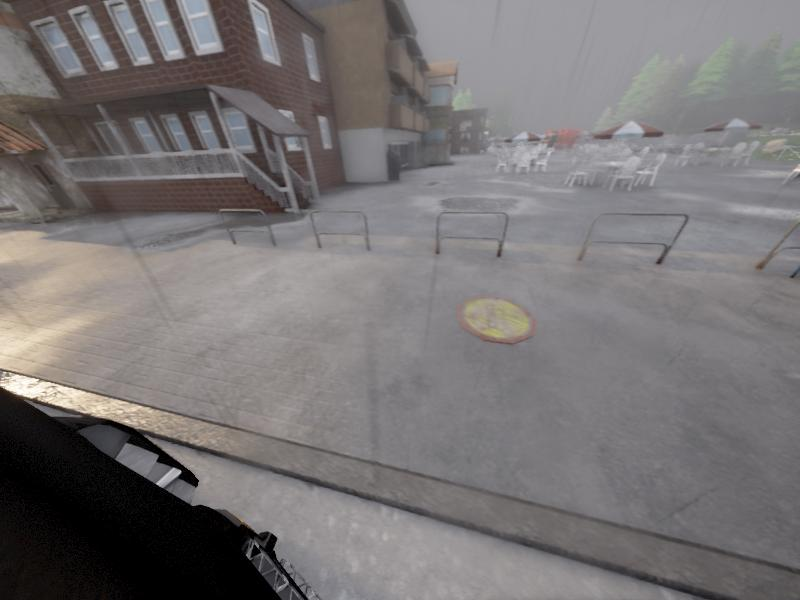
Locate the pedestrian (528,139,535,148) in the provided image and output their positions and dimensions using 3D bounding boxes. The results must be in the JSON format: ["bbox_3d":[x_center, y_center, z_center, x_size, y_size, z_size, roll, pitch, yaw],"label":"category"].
[{"bbox_3d":[31.313,-37.365,55.108,0.751,1.860,0.751,27,44,37],"label":"pedestrian"}]

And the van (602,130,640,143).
[{"bbox_3d":[57.557,-42.495,60.246,6.366,2.431,2.351,5,35,12],"label":"van"}]

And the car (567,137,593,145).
[{"bbox_3d":[48.577,-42.972,62.457,4.974,1.542,2.038,5,35,12],"label":"car"}]

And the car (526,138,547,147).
[{"bbox_3d":[39.941,-46.137,67.707,4.553,1.767,2.097,5,35,12],"label":"car"}]

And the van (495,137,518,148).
[{"bbox_3d":[31.844,-47.211,69.262,5.915,2.561,1.988,5,35,12],"label":"van"}]
